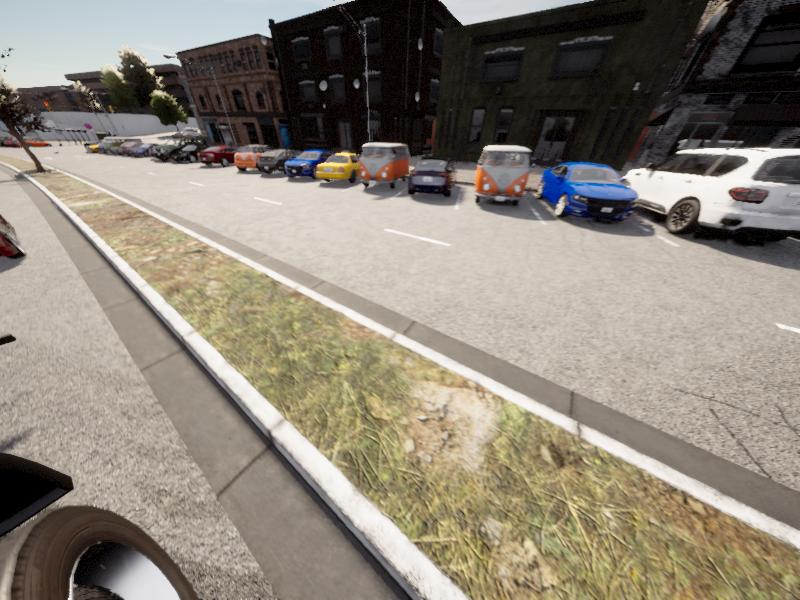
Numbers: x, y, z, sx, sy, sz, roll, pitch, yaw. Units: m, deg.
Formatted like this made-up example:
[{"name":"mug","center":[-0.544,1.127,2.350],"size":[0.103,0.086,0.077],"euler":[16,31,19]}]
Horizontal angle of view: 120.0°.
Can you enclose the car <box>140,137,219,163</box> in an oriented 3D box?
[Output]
[{"name":"car","center":[-23.276,-16.250,24.897],"size":[2.435,2.045,5.566],"euler":[8,35,9]}]

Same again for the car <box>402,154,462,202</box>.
[{"name":"car","center":[1.757,-6.211,11.406],"size":[2.163,1.488,4.792],"euler":[9,35,12]}]

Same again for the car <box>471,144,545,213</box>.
[{"name":"car","center":[4.194,-5.330,9.735],"size":[1.878,1.987,4.442],"euler":[10,35,12]}]

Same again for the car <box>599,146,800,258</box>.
[{"name":"car","center":[9.138,-3.413,7.023],"size":[2.435,2.045,5.566],"euler":[9,35,12]}]

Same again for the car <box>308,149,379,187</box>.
[{"name":"car","center":[-3.144,-8.337,14.319],"size":[1.946,1.575,5.366],"euler":[9,35,12]}]

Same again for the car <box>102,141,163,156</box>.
[{"name":"car","center":[-36.146,-20.679,31.485],"size":[2.231,1.521,4.892],"euler":[7,35,8]}]

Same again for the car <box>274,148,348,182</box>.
[{"name":"car","center":[-5.656,-9.238,15.572],"size":[2.097,1.535,5.008],"euler":[9,35,11]}]

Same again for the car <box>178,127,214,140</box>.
[{"name":"car","center":[-46.740,-38.318,53.141],"size":[5.566,2.045,2.435],"euler":[3,41,3]}]

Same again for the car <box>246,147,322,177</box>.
[{"name":"car","center":[-8.157,-10.224,16.947],"size":[2.231,1.521,4.892],"euler":[9,35,11]}]

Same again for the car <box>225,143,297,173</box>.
[{"name":"car","center":[-10.659,-11.314,18.246],"size":[2.185,1.767,4.553],"euler":[8,35,11]}]

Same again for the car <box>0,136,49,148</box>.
[{"name":"car","center":[-85.584,-35.983,52.612],"size":[2.435,2.045,5.566],"euler":[3,35,3]}]

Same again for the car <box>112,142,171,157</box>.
[{"name":"car","center":[-33.562,-19.736,30.242],"size":[2.002,1.452,4.674],"euler":[6,35,9]}]

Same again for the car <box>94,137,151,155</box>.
[{"name":"car","center":[-38.767,-21.694,32.502],"size":[1.878,1.987,4.442],"euler":[7,35,8]}]

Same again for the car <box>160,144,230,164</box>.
[{"name":"car","center":[-20.727,-15.112,23.746],"size":[2.097,1.535,5.008],"euler":[8,35,10]}]

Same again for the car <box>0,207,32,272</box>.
[{"name":"car","center":[-10.082,-1.525,4.789],"size":[4.181,1.385,1.994],"euler":[22,41,28]}]

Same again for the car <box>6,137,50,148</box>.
[{"name":"car","center":[-82.858,-35.174,51.541],"size":[1.878,1.987,4.442],"euler":[3,35,3]}]

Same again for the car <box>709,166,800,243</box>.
[{"name":"car","center":[11.591,-2.183,5.738],"size":[2.097,1.535,5.008],"euler":[10,36,12]}]

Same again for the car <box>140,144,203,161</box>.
[{"name":"car","center":[-25.839,-16.967,26.394],"size":[2.002,1.452,4.674],"euler":[7,35,9]}]

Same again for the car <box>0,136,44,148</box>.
[{"name":"car","center":[-88.327,-36.750,53.665],"size":[2.435,2.045,5.566],"euler":[3,35,3]}]

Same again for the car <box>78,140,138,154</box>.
[{"name":"car","center":[-44.013,-23.237,35.024],"size":[1.946,1.575,5.366],"euler":[6,35,7]}]

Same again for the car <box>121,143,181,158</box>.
[{"name":"car","center":[-30.972,-18.824,28.975],"size":[2.002,1.452,4.674],"euler":[7,35,9]}]

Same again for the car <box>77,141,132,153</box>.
[{"name":"car","center":[-46.484,-24.257,36.516],"size":[2.163,1.488,4.792],"euler":[5,35,7]}]

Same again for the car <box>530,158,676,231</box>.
[{"name":"car","center":[6.678,-4.201,8.552],"size":[2.097,1.535,5.008],"euler":[10,36,12]}]

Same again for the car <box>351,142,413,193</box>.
[{"name":"car","center":[-0.738,-7.348,12.548],"size":[1.878,1.987,4.442],"euler":[9,35,12]}]

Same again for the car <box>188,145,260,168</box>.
[{"name":"car","center":[-15.676,-13.182,21.061],"size":[2.097,1.535,5.008],"euler":[8,35,11]}]

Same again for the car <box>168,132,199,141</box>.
[{"name":"car","center":[-48.016,-36.288,51.260],"size":[4.674,1.452,2.002],"euler":[3,41,3]}]

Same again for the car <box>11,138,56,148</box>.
[{"name":"car","center":[-80.128,-34.390,50.639],"size":[2.185,1.767,4.553],"euler":[3,35,4]}]

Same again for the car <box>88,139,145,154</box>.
[{"name":"car","center":[-41.354,-22.581,33.911],"size":[2.185,1.767,4.553],"euler":[6,35,7]}]
